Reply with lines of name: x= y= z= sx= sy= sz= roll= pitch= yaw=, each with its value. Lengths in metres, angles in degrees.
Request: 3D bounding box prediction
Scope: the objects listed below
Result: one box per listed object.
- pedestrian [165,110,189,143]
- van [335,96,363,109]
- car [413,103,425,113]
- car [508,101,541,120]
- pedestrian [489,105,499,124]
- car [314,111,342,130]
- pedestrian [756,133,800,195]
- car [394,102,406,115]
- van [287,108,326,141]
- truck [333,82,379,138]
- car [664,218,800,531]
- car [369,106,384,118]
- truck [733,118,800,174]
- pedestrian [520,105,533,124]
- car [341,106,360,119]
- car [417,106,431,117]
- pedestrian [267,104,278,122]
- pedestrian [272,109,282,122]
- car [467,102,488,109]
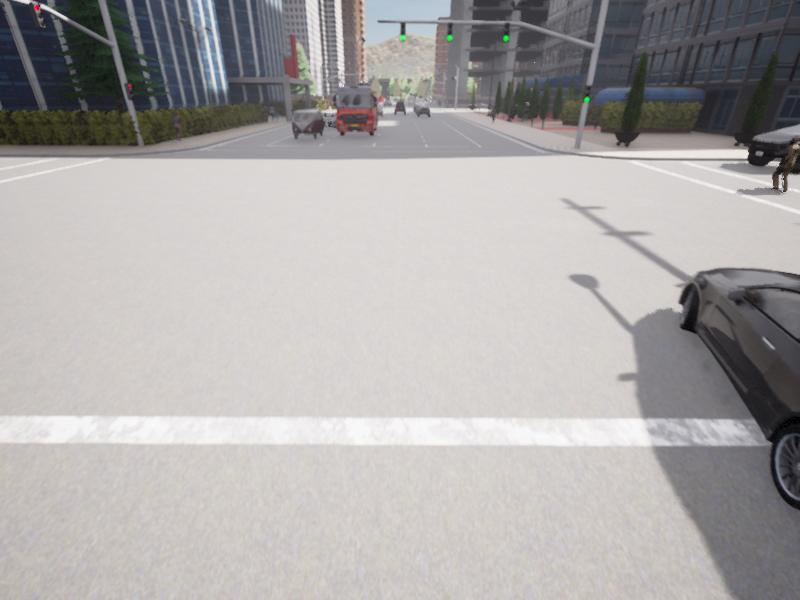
pedestrian: x=-14.346 y=-11.178 z=25.790 sx=0.751 sy=1.860 sz=0.751 roll=0 pitch=27 yaw=0
van: x=-11.521 y=-44.667 z=90.503 sx=5.915 sy=2.561 sz=1.988 roll=0 pitch=27 yaw=0
car: x=3.552 y=-36.378 z=75.668 sx=1.882 sy=1.535 sz=5.008 roll=0 pitch=27 yaw=0
car: x=16.661 y=-25.341 z=53.410 sx=2.390 sy=2.098 sz=6.274 roll=15 pitch=31 yaw=27
pedestrian: x=10.073 y=-19.864 z=42.887 sx=0.751 sy=1.860 sz=0.751 roll=3 pitch=27 yaw=5
car: x=-6.972 y=-17.577 z=39.099 sx=1.970 sy=1.475 sz=3.806 roll=0 pitch=27 yaw=0
pedestrian: x=13.220 y=-4.646 z=13.670 sx=0.751 sy=1.860 sz=0.751 roll=-8 pitch=28 yaw=-15
car: x=0.048 y=-32.152 z=67.059 sx=1.905 sy=1.878 sz=3.866 roll=0 pitch=27 yaw=0
van: x=-6.976 y=-13.368 z=30.360 sx=1.775 sy=1.987 sz=4.442 roll=0 pitch=27 yaw=0
truck: x=-3.476 y=-16.268 z=34.018 sx=2.891 sy=3.827 sz=8.468 roll=0 pitch=27 yaw=0
car: x=4.467 y=0.578 z=3.948 sx=1.812 sy=1.442 sz=4.674 roll=8 pitch=28 yaw=15
car: x=-3.459 y=-27.641 z=58.795 sx=1.994 sy=1.385 sz=4.181 roll=0 pitch=27 yaw=0
truck: x=19.345 y=-6.898 z=17.893 sx=6.274 sy=2.098 sz=2.390 roll=1 pitch=27 yaw=1
pedestrian: x=13.983 y=-20.551 z=44.255 sx=0.751 sy=1.860 sz=0.751 roll=-11 pitch=29 yaw=-21
car: x=-6.962 y=-26.862 z=57.234 sx=2.033 sy=1.411 sz=5.357 roll=0 pitch=27 yaw=0
car: x=3.523 y=-28.513 z=60.418 sx=1.837 sy=1.490 sz=4.892 roll=0 pitch=26 yaw=0
pedestrian: x=-14.140 y=-20.731 z=44.361 sx=0.751 sy=1.860 sz=0.751 roll=0 pitch=27 yaw=0
pedestrian: x=-13.881 y=-20.786 z=45.082 sx=0.751 sy=1.300 sz=0.751 roll=0 pitch=27 yaw=0
car: x=18.702 y=-47.099 z=96.888 sx=4.718 sy=1.301 sz=1.895 roll=0 pitch=27 yaw=0
